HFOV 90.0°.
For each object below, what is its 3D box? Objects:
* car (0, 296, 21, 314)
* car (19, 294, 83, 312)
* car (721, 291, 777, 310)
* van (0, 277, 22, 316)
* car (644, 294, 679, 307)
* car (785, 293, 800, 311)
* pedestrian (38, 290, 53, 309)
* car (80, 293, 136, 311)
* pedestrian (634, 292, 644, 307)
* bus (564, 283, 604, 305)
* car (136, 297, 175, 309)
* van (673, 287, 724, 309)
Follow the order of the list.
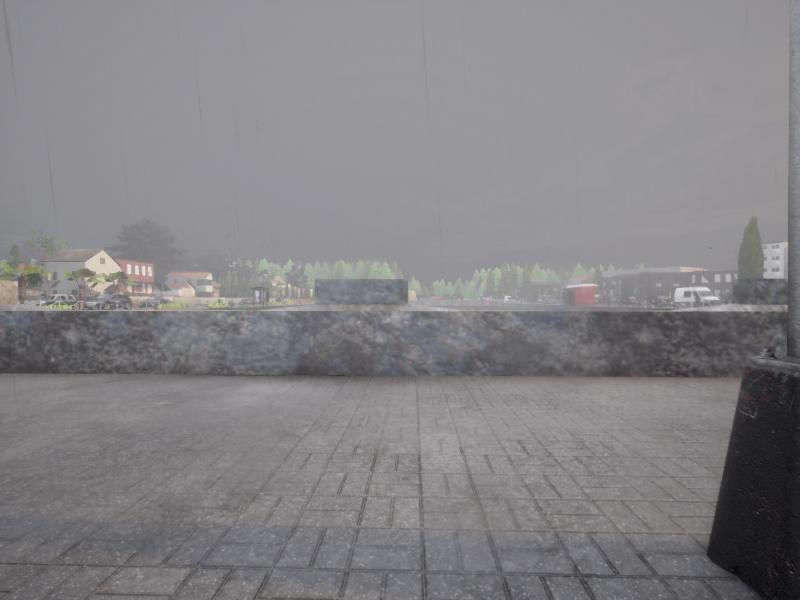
[{"bbox_3d":[-29.630,0.344,27.856,1.895,1.301,4.718,0,0,2],"label":"car"},{"bbox_3d":[-29.422,0.253,33.891,1.970,1.475,3.806,0,0,2],"label":"car"},{"bbox_3d":[36.603,0.052,42.120,1.932,1.855,4.605,0,0,2],"label":"car"},{"bbox_3d":[-25.771,-0.222,22.807,2.351,2.431,6.366,0,0,2],"label":"van"},{"bbox_3d":[37.100,0.094,56.978,2.097,1.767,4.553,0,0,2],"label":"car"},{"bbox_3d":[36.340,0.201,34.239,1.801,1.575,5.366,0,0,2],"label":"car"},{"bbox_3d":[-34.362,-0.067,38.806,0.751,1.860,0.751,0,0,1],"label":"pedestrian"},{"bbox_3d":[-29.211,0.178,40.270,2.033,1.649,4.856,0,0,2],"label":"car"},{"bbox_3d":[28.886,-0.053,48.398,0.751,1.860,0.751,0,0,7],"label":"pedestrian"},{"bbox_3d":[38.101,-1.139,83.307,3.944,4.253,10.273,0,0,2],"label":"bus"},{"bbox_3d":[-28.969,0.307,47.543,1.994,1.385,4.181,0,0,1],"label":"car"},{"bbox_3d":[36.850,-0.278,49.652,1.988,2.561,5.915,0,0,2],"label":"van"}]
